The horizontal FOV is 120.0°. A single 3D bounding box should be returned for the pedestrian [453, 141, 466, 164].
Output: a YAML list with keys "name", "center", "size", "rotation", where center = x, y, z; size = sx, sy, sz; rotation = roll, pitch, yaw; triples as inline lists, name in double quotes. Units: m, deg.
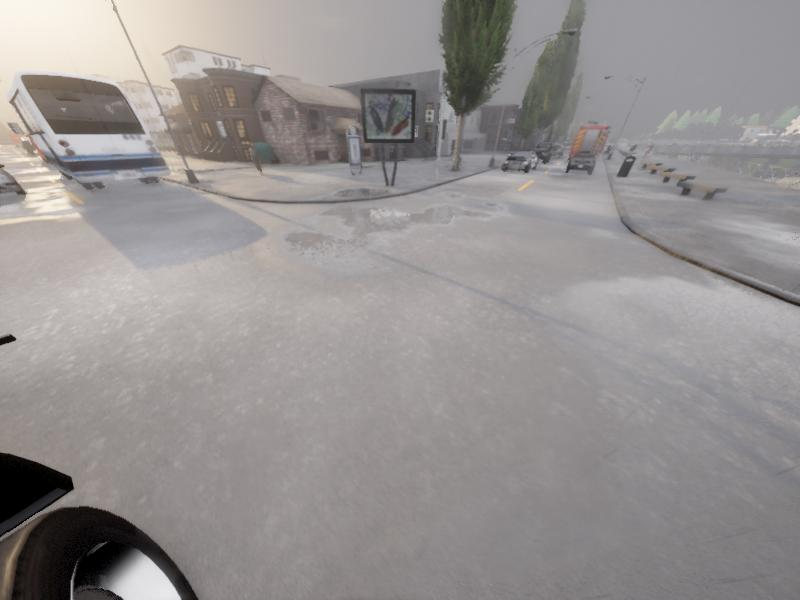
- name: "pedestrian"
  center: [5.848, -14.496, 22.721]
  size: [0.751, 1.860, 0.751]
  rotation: [-3, 35, -5]

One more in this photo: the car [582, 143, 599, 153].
- name: "car"
  center: [37.412, -29.892, 45.301]
  size: [2.038, 1.542, 4.974]
  rotation: [23, 41, 29]

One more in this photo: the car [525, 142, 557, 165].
- name: "car"
  center: [15.149, -15.776, 24.775]
  size: [1.905, 1.878, 3.866]
  rotation: [22, 42, 28]

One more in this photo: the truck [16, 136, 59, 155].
- name: "truck"
  center: [-52.894, -22.534, 33.661]
  size: [6.274, 2.098, 2.390]
  rotation: [22, 41, 28]

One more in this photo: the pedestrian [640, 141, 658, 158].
- name: "pedestrian"
  center: [33.230, -20.102, 30.870]
  size: [0.751, 1.860, 0.751]
  rotation: [-22, 41, -28]

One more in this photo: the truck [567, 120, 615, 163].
- name: "truck"
  center: [23.245, -19.256, 28.107]
  size: [2.891, 3.827, 8.468]
  rotation: [23, 41, 29]

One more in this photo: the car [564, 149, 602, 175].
- name: "car"
  center: [14.731, -11.183, 18.621]
  size: [1.816, 1.474, 4.193]
  rotation: [21, 40, 27]

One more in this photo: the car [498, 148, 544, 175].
- name: "car"
  center: [9.912, -11.327, 18.752]
  size: [2.038, 1.542, 4.974]
  rotation: [22, 40, 28]

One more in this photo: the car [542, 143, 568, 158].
- name: "car"
  center: [22.412, -21.590, 33.326]
  size: [2.152, 1.651, 5.027]
  rotation: [22, 41, 28]

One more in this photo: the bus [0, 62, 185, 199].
- name: "bus"
  center: [-17.076, -8.718, 12.459]
  size: [10.273, 4.253, 3.944]
  rotation: [22, 41, 28]

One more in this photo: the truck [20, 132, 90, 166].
- name: "truck"
  center: [-33.465, -14.742, 22.445]
  size: [5.204, 2.467, 2.627]
  rotation: [23, 41, 28]

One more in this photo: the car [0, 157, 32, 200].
- name: "car"
  center: [-18.658, -5.503, 10.182]
  size: [3.988, 1.617, 1.851]
  rotation: [22, 41, 27]

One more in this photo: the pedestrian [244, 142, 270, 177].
- name: "pedestrian"
  center: [-9.016, -8.894, 14.614]
  size: [0.751, 1.860, 0.751]
  rotation: [-8, 36, -12]

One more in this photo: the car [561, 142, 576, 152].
- name: "car"
  center: [35.352, -32.147, 48.492]
  size: [1.851, 1.617, 3.988]
  rotation: [22, 41, 28]

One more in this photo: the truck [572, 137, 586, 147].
- name: "truck"
  center: [55.972, -49.364, 72.275]
  size: [2.627, 2.467, 5.204]
  rotation: [22, 41, 28]

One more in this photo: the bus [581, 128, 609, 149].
- name: "bus"
  center: [51.558, -42.600, 61.087]
  size: [3.944, 4.253, 10.273]
  rotation: [22, 41, 28]
